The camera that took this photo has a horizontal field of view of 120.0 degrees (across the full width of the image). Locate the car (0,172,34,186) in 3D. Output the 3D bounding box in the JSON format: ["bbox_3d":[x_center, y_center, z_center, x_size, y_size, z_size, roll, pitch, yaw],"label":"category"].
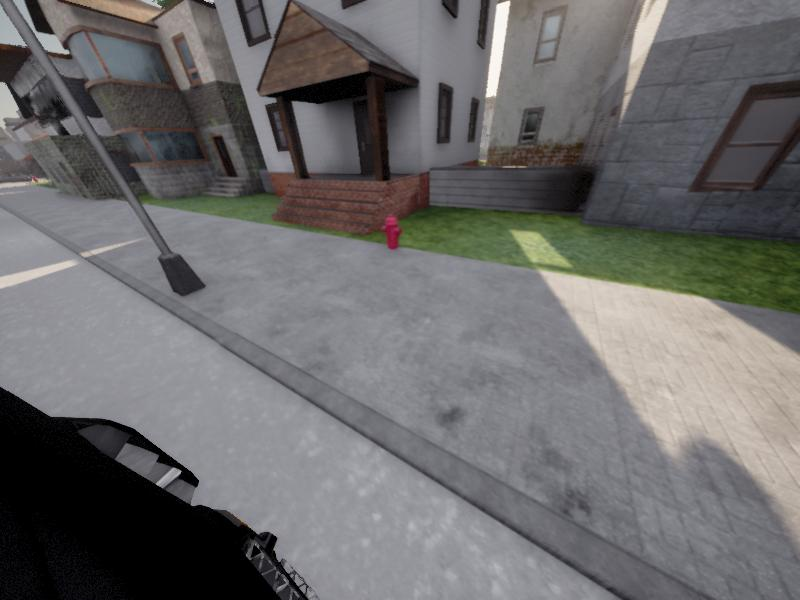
[{"bbox_3d":[-62.589,-19.448,37.078,1.845,1.501,3.633,16,38,26],"label":"car"}]

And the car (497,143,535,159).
[{"bbox_3d":[17.234,-22.130,34.312,4.553,1.767,2.097,16,38,26],"label":"car"}]
